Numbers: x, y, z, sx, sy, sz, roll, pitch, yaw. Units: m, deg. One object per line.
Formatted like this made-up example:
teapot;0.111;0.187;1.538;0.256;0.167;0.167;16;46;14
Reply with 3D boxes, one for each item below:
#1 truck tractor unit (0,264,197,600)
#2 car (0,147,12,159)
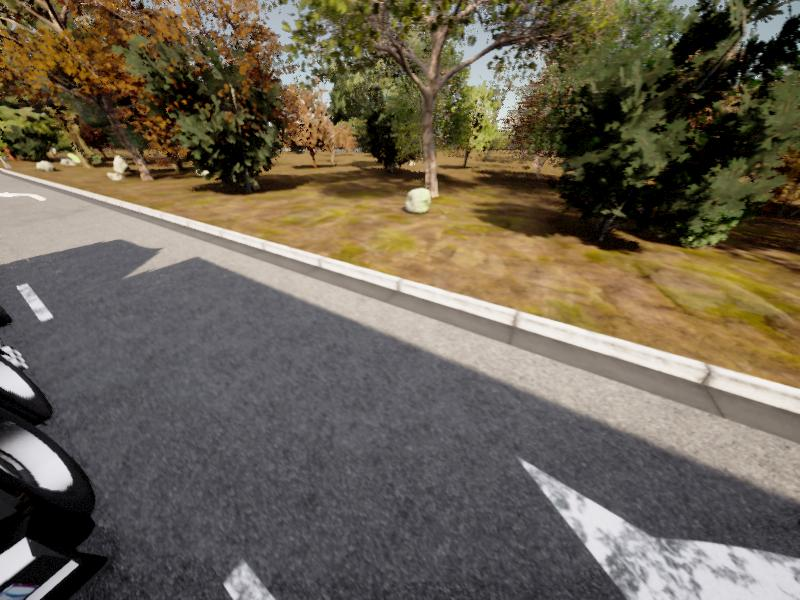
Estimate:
truck tractor unit;-5.115;-0.293;0.790;6.516;4.208;3.053;18;39;24
car;-77.861;-27.517;43.280;1.878;1.987;4.442;9;35;13
